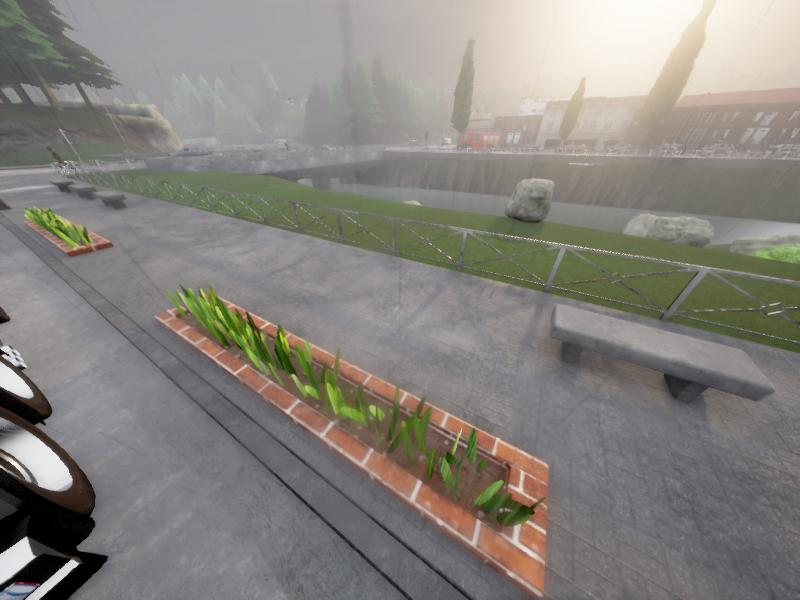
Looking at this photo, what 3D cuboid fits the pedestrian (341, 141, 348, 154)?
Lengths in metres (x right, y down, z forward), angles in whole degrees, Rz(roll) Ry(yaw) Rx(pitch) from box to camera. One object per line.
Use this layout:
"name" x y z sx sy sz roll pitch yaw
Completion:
"pedestrian" -10.145 -27.759 42.053 0.751 1.860 0.751 20 40 26

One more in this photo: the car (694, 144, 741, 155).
"car" 50.847 -24.256 37.142 3.806 1.475 1.970 18 39 25

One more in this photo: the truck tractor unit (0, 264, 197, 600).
"truck tractor unit" -5.113 -0.299 0.781 6.516 4.208 3.053 18 39 24

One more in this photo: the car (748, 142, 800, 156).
"car" 56.807 -22.383 34.267 5.238 1.638 1.930 18 39 24

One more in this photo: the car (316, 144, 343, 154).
"car" -13.789 -29.959 45.750 2.038 1.542 4.974 18 39 24

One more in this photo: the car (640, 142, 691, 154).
"car" 45.420 -26.095 39.676 5.238 1.638 1.930 18 39 24

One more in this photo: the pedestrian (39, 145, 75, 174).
"pedestrian" -26.953 -11.063 18.201 0.751 1.860 0.751 27 43 33

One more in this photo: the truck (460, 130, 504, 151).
"truck" 18.262 -35.840 51.953 8.468 3.827 2.891 18 39 24

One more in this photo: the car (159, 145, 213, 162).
"car" -28.685 -19.777 31.124 2.242 1.667 4.611 18 39 24

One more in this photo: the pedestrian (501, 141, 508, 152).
"pedestrian" 21.826 -32.053 48.164 0.751 1.860 0.751 -7 35 -9

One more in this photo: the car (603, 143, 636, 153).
"car" 40.045 -27.776 42.272 3.806 1.475 1.970 18 39 24

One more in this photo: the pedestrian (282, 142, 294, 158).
"pedestrian" -16.201 -21.677 33.369 0.751 1.860 0.751 18 39 24

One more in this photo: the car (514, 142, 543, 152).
"car" 26.939 -32.114 48.461 4.856 1.649 2.033 18 39 24

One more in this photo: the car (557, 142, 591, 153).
"car" 33.853 -29.856 45.175 5.027 1.651 2.152 18 39 24

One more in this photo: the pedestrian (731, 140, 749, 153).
"pedestrian" 58.581 -26.565 39.864 0.751 1.860 0.751 15 38 20

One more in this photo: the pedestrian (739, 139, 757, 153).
"pedestrian" 58.290 -25.787 38.724 0.751 1.860 0.751 25 42 32
